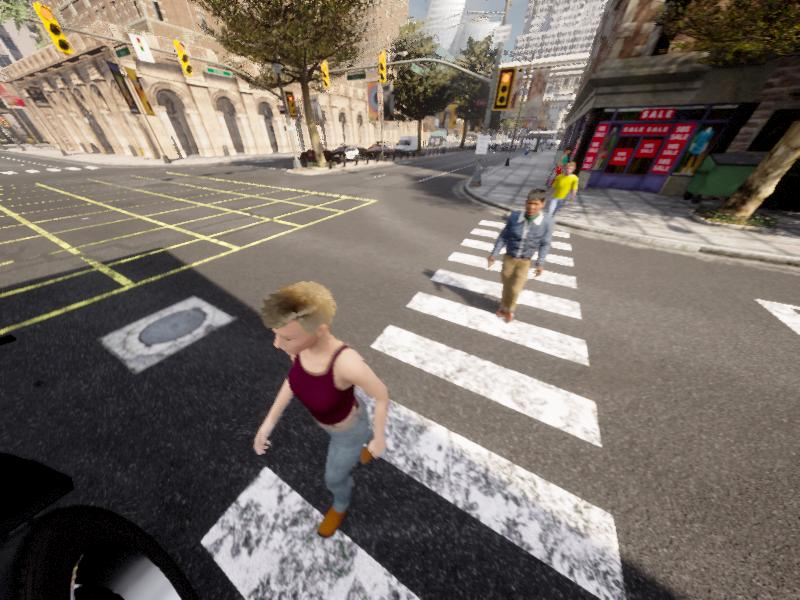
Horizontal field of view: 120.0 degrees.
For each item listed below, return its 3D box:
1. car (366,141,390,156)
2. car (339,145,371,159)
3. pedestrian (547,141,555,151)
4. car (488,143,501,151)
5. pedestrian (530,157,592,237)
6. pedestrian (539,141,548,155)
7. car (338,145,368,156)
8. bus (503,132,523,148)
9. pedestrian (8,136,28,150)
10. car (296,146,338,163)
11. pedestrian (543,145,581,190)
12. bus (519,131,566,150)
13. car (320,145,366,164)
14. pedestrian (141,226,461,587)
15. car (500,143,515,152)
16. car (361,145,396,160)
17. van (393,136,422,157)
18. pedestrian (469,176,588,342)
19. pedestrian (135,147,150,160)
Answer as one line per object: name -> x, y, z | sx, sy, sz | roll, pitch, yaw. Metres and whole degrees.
car -> -3.319, -23.553, 35.876 | 1.905, 1.878, 3.866 | 18, 38, 23
car -> -6.076, -20.468, 31.888 | 1.994, 1.385, 4.181 | 19, 39, 24
pedestrian -> 35.519, -36.309, 54.368 | 0.751, 1.860, 0.751 | 10, 36, 13
car -> 22.760, -36.748, 55.438 | 1.837, 1.490, 4.892 | 18, 39, 23
pedestrian -> 4.367, -2.811, 6.358 | 0.751, 1.860, 0.751 | 21, 40, 26
pedestrian -> 23.546, -24.917, 37.931 | 0.751, 1.860, 0.751 | 16, 38, 21
car -> -7.178, -23.180, 35.798 | 1.895, 1.301, 4.718 | 18, 38, 23
bus -> 37.815, -53.636, 77.356 | 3.944, 4.253, 10.273 | 18, 39, 23
pedestrian -> -62.908, -25.898, 38.085 | 0.751, 1.860, 0.751 | 13, 37, 17
car -> -9.492, -16.933, 26.791 | 1.994, 1.385, 4.181 | 18, 39, 23
pedestrian -> 8.019, -6.579, 11.525 | 0.751, 1.860, 0.751 | -23, 41, -30
bus -> 40.883, -46.220, 66.811 | 3.944, 4.253, 10.273 | -17, 39, -23
car -> -6.164, -16.293, 25.785 | 2.038, 1.542, 4.974 | 18, 39, 23
pedestrian -> -0.332, 0.679, 1.307 | 0.751, 1.860, 0.751 | 29, 44, 34
car -> 23.622, -33.485, 50.759 | 2.038, 1.542, 4.974 | 18, 39, 23
car -> -2.723, -19.797, 30.956 | 2.033, 1.411, 5.357 | 18, 39, 23
van -> 1.215, -24.349, 36.513 | 1.988, 2.561, 5.915 | 18, 39, 23
pedestrian -> 1.558, -0.498, 3.014 | 0.751, 1.860, 0.751 | 21, 40, 26
pedestrian -> -26.650, -15.132, 23.899 | 0.500, 1.100, 0.500 | 13, 37, 17
